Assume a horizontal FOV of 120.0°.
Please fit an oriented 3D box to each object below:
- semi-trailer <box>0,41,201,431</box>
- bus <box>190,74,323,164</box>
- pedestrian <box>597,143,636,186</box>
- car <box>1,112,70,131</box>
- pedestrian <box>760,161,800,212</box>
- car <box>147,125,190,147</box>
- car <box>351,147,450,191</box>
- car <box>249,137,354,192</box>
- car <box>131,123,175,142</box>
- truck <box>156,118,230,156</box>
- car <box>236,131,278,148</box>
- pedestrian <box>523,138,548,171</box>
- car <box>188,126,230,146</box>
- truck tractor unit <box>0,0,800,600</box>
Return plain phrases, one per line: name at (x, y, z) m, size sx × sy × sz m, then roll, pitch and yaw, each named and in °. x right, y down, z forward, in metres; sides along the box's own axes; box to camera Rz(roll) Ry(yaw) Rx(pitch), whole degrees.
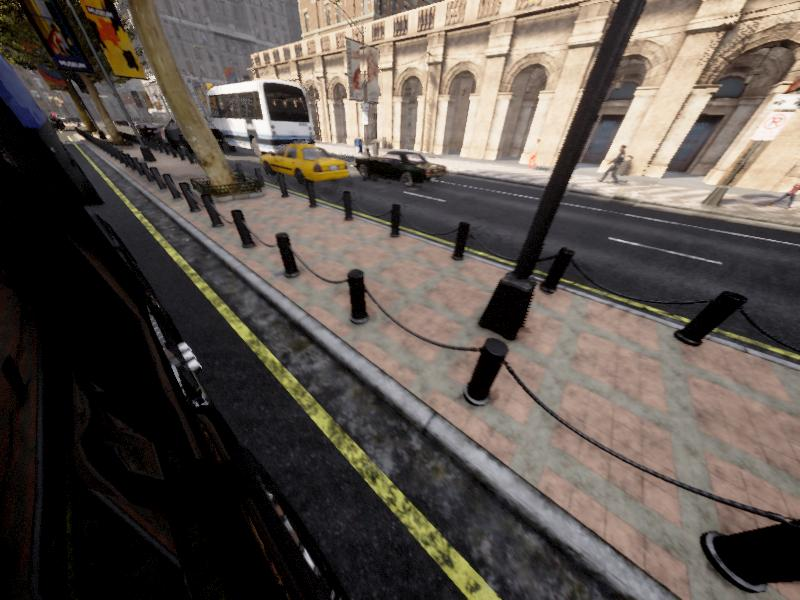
semi-trailer at (-8.696, -3.597, 4.244) m, size 14.254 × 4.402 × 2.717 m, roll 28°, pitch 43°, yaw 30°
bus at (-11.045, -13.621, 17.728) m, size 10.273 × 4.253 × 3.944 m, roll 28°, pitch 43°, yaw 30°
pedestrian at (11.380, -7.171, 12.217) m, size 0.751 × 1.860 × 0.751 m, roll 25°, pitch 42°, yaw 27°
car at (-50.649, -24.876, 32.286) m, size 4.605 × 1.855 × 1.932 m, roll -10°, pitch 38°, yaw -16°
pedestrian at (15.470, -4.509, 8.900) m, size 0.751 × 1.860 × 0.751 m, roll 27°, pitch 43°, yaw 29°
car at (-22.382, -15.912, 22.357) m, size 3.633 × 1.501 × 1.845 m, roll 28°, pitch 43°, yaw 30°
car at (-0.139, -6.708, 11.613) m, size 4.718 × 1.301 × 1.895 m, roll 28°, pitch 43°, yaw 30°
car at (-4.693, -6.525, 10.828) m, size 5.366 × 1.575 × 1.801 m, roll 28°, pitch 43°, yaw 30°
car at (-27.388, -18.566, 25.618) m, size 4.902 × 1.511 × 2.128 m, roll 28°, pitch 43°, yaw 30°
truck at (-16.481, -13.006, 18.352) m, size 6.274 × 2.098 × 2.390 m, roll 28°, pitch 43°, yaw 30°
car at (-15.569, -17.449, 25.058) m, size 4.718 × 1.301 × 1.895 m, roll 28°, pitch 43°, yaw 30°
pedestrian at (9.435, -10.191, 16.155) m, size 0.751 × 1.860 × 0.751 m, roll -28°, pitch 47°, yaw -35°
car at (-20.574, -17.660, 24.857) m, size 4.892 × 1.490 × 1.837 m, roll 28°, pitch 43°, yaw 30°
truck tractor unit at (-2.645, -0.295, 0.351) m, size 6.516 × 4.208 × 3.053 m, roll 28°, pitch 44°, yaw 30°
